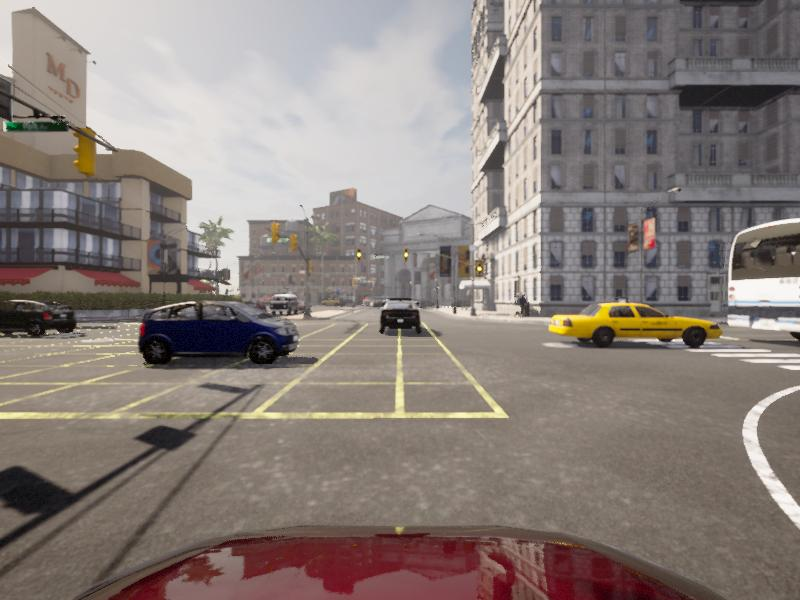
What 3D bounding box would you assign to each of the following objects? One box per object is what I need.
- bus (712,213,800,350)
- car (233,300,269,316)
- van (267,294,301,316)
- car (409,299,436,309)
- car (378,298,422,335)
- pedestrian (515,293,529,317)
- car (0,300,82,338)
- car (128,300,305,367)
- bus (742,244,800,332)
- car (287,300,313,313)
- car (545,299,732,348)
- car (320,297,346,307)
[{"bbox_3d":[17.589,-0.573,14.003,10.273,4.253,3.944,0,0,0],"label":"bus"},{"bbox_3d":[-14.953,0.759,40.402,1.812,1.442,4.674,0,0,0],"label":"car"},{"bbox_3d":[-11.449,0.462,39.783,2.069,2.038,4.480,0,0,0],"label":"van"},{"bbox_3d":[3.906,0.593,67.837,2.152,1.651,5.027,0,0,37],"label":"car"},{"bbox_3d":[0.021,0.715,20.185,1.930,1.638,5.238,0,0,0],"label":"car"},{"bbox_3d":[9.450,0.400,30.973,0.751,1.860,0.751,0,0,-7],"label":"pedestrian"},{"bbox_3d":[-16.271,0.766,17.235,3.705,1.549,1.789,0,0,0],"label":"car"},{"bbox_3d":[-4.520,0.787,10.286,3.705,1.549,1.789,0,0,0],"label":"car"},{"bbox_3d":[24.576,-0.591,20.786,10.273,4.253,3.944,0,0,0],"label":"bus"},{"bbox_3d":[-11.447,0.743,46.254,1.812,1.442,4.674,0,0,0],"label":"car"},{"bbox_3d":[8.083,0.763,13.967,5.366,1.575,1.801,0,0,3],"label":"car"},{"bbox_3d":[-12.925,0.442,77.112,4.605,1.855,1.932,0,0,27],"label":"car"}]
